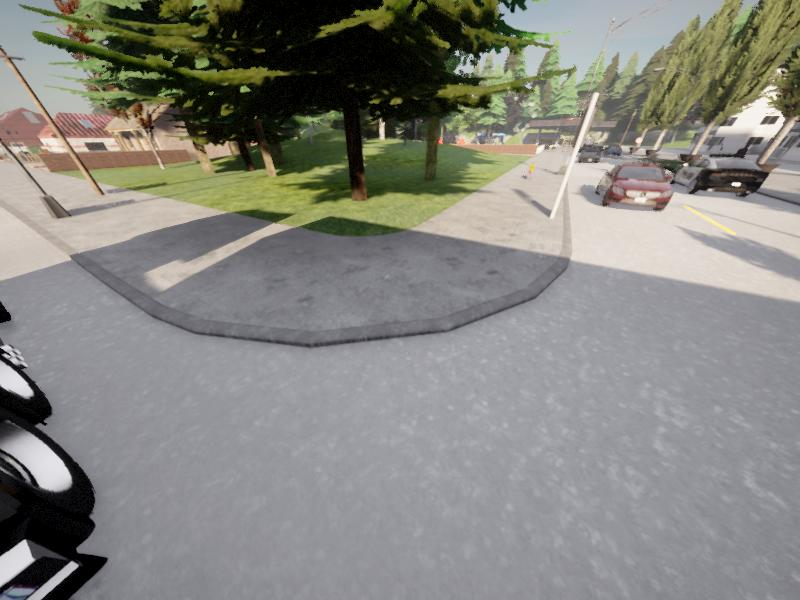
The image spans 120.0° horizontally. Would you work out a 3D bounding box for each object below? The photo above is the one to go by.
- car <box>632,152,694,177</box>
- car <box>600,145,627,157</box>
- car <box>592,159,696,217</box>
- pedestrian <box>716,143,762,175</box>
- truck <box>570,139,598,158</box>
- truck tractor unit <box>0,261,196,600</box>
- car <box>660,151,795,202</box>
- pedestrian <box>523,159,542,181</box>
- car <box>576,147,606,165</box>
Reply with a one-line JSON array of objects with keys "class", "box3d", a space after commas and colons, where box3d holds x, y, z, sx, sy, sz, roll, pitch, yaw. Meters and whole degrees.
[{"class": "car", "box3d": [20.250, -10.725, 18.097, 1.895, 1.301, 4.718, 18, 39, 24]}, {"class": "car", "box3d": [32.302, -22.741, 35.167, 2.033, 1.411, 5.357, 18, 39, 24]}, {"class": "car", "box3d": [9.670, -4.886, 9.671, 1.812, 1.442, 4.674, 18, 39, 25]}, {"class": "pedestrian", "box3d": [22.995, -9.603, 15.743, 0.751, 1.860, 0.751, 12, 37, 18]}, {"class": "truck", "box3d": [27.810, -23.146, 35.169, 2.390, 2.098, 6.274, 18, 39, 25]}, {"class": "truck tractor unit", "box3d": [-5.103, -0.309, 0.782, 6.516, 4.208, 3.053, 19, 39, 24]}, {"class": "car", "box3d": [15.759, -6.435, 11.672, 1.930, 1.638, 5.238, 18, 39, 24]}, {"class": "pedestrian", "box3d": [8.102, -7.963, 14.179, 0.500, 1.100, 0.500, -10, 36, -13]}, {"class": "car", "box3d": [20.473, -15.575, 24.904, 1.816, 1.474, 4.193, 19, 39, 25]}]
